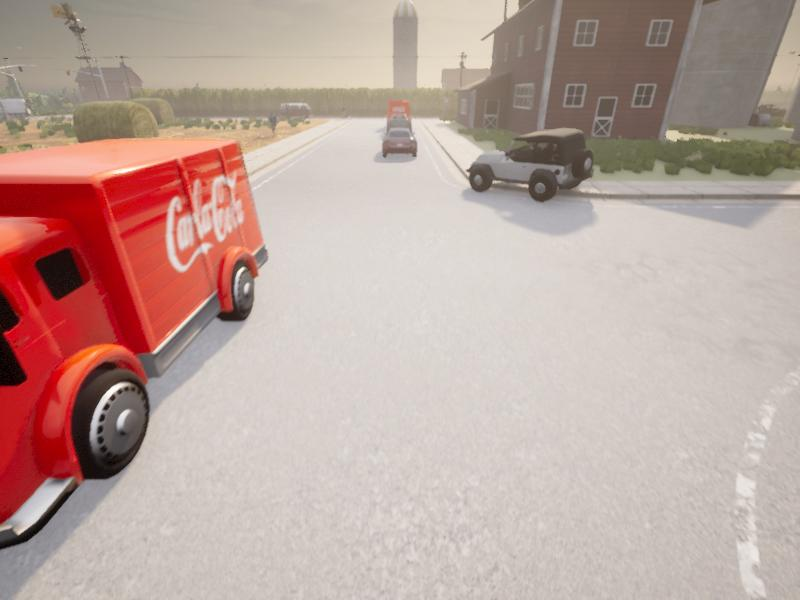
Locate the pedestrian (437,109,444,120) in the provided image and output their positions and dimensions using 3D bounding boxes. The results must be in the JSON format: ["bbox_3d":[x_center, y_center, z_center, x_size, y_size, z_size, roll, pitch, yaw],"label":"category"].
[{"bbox_3d":[5.400,-24.553,53.021,0.751,1.300,0.751,-1,27,-2],"label":"pedestrian"}]

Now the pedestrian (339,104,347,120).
[{"bbox_3d":[-7.141,-23.659,50.312,0.751,1.860,0.751,1,27,3],"label":"pedestrian"}]

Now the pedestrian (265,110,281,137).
[{"bbox_3d":[-9.513,-13.241,30.021,0.751,1.860,0.751,-3,27,-6],"label":"pedestrian"}]

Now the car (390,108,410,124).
[{"bbox_3d":[0.046,-22.318,48.433,2.038,1.542,4.974,1,27,3],"label":"car"}]

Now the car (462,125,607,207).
[{"bbox_3d":[4.135,-4.475,12.929,1.905,1.878,3.866,-28,36,-34],"label":"car"}]

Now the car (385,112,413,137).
[{"bbox_3d":[-0.070,-14.975,34.029,2.152,1.651,5.027,0,27,0],"label":"car"}]

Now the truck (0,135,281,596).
[{"bbox_3d":[-3.513,-0.277,4.471,2.627,2.467,5.204,0,27,0],"label":"truck"}]

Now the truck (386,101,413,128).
[{"bbox_3d":[-0.089,-19.446,41.789,2.627,2.467,5.204,0,26,0],"label":"truck"}]

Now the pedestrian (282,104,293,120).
[{"bbox_3d":[-14.002,-23.396,49.807,0.751,1.860,0.751,8,28,15],"label":"pedestrian"}]

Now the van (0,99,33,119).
[{"bbox_3d":[-56.537,-27.082,56.756,5.915,2.561,1.988,-16,30,-29],"label":"van"}]

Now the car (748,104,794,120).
[{"bbox_3d":[50.872,-25.853,54.904,3.866,1.878,1.905,0,27,1],"label":"car"}]

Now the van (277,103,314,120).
[{"bbox_3d":[-14.453,-26.274,55.663,4.480,2.038,2.069,0,27,1],"label":"van"}]

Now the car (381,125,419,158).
[{"bbox_3d":[-0.036,-9.160,22.980,1.994,1.385,4.181,0,27,-1],"label":"car"}]

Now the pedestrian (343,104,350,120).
[{"bbox_3d":[-6.769,-23.967,50.967,0.751,1.860,0.751,-5,28,-9],"label":"pedestrian"}]
